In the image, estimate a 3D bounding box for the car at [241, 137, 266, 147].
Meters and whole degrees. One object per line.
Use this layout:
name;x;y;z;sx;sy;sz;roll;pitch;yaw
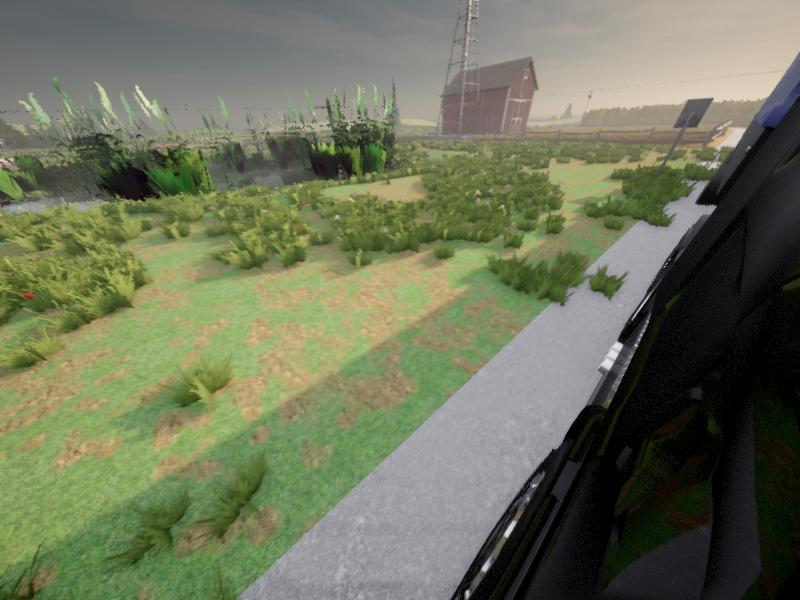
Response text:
car;-29.292;-31.622;46.237;3.806;1.475;1.970;-24;42;-26

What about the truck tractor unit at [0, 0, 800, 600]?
truck tractor unit;2.645;-0.295;0.351;6.516;4.208;3.053;-28;44;-30

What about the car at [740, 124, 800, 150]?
car;27.108;-12.052;17.018;4.718;1.301;1.895;-29;44;-31

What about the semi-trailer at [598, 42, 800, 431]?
semi-trailer;8.695;-3.601;4.241;14.254;4.402;2.717;-28;44;-30

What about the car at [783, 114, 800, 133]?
car;47.756;-20.777;27.110;4.611;1.667;2.242;-28;44;-30
